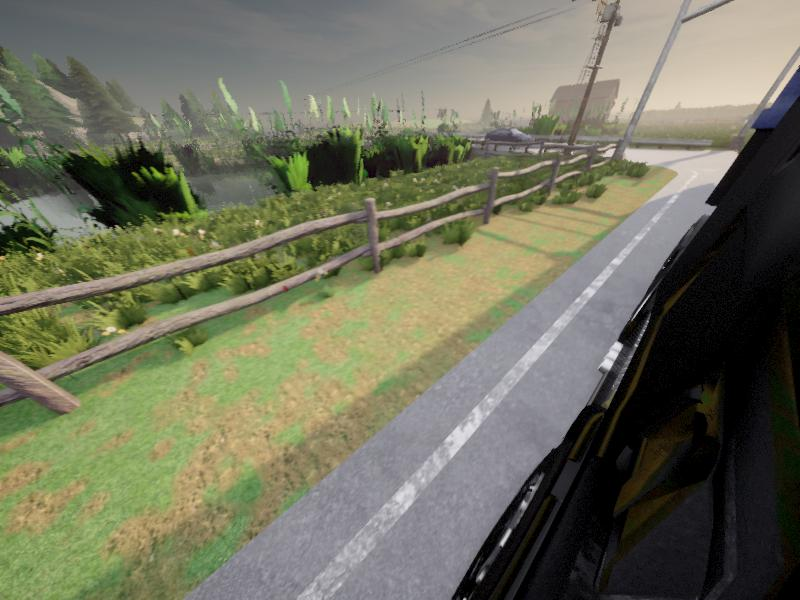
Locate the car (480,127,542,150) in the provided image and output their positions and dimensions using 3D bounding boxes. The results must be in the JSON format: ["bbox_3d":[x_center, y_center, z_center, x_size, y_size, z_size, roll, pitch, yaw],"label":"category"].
[{"bbox_3d":[10.019,-14.995,21.310,1.812,1.442,4.674,-26,45,-28],"label":"car"}]

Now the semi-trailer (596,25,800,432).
[{"bbox_3d":[8.807,-3.525,4.124,14.254,4.402,2.717,-27,43,-29],"label":"semi-trailer"}]

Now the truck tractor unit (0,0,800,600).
[{"bbox_3d":[2.645,-0.295,0.352,6.516,4.208,3.053,-28,44,-30],"label":"truck tractor unit"}]
